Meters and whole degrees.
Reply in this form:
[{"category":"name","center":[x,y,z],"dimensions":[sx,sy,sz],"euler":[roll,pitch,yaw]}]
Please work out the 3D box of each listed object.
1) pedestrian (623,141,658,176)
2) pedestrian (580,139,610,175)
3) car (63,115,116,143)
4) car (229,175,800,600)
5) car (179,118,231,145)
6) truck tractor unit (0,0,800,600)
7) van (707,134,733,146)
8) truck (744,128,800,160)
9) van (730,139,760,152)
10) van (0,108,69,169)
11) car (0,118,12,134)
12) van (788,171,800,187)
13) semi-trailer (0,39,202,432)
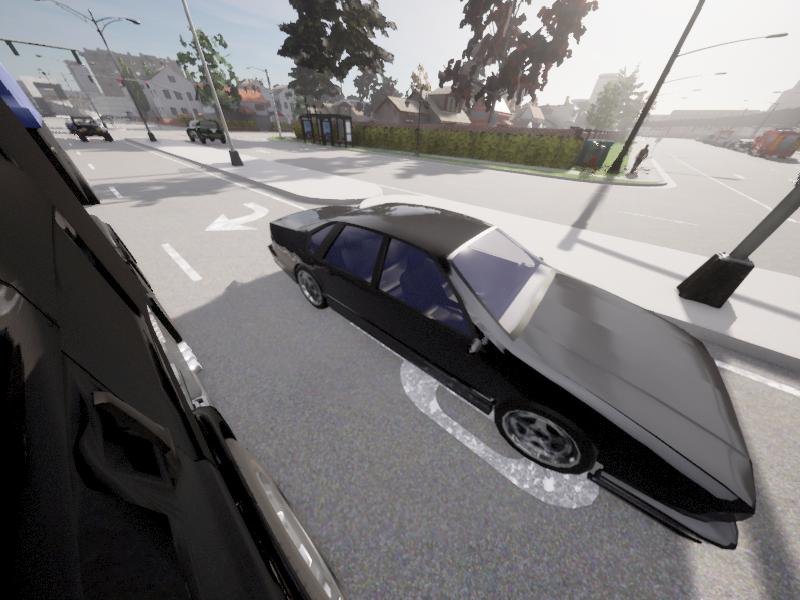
[{"category":"pedestrian","center":[15.977,-9.418,15.398],"dimensions":[0.751,1.860,0.751],"euler":[-27,46,-33]},{"category":"pedestrian","center":[12.621,-9.293,15.014],"dimensions":[0.751,1.860,0.751],"euler":[22,41,24]},{"category":"car","center":[-27.902,-15.365,20.767],"dimensions":[3.866,1.878,1.905],"euler":[28,43,29]},{"category":"car","center":[0.345,-0.299,2.908],"dimensions":[5.357,1.411,2.033],"euler":[28,43,29]},{"category":"car","center":[-20.607,-17.813,24.374],"dimensions":[5.566,2.045,2.150],"euler":[28,43,29]},{"category":"truck tractor unit","center":[-2.645,-0.295,0.351],"dimensions":[6.516,4.208,3.053],"euler":[28,44,30]},{"category":"van","center":[86.519,-43.335,62.613],"dimensions":[2.351,2.431,6.366],"euler":[28,45,30]},{"category":"truck","center":[60.604,-25.264,37.174],"dimensions":[2.891,3.827,8.468],"euler":[28,45,30]},{"category":"van","center":[70.568,-31.729,47.362],"dimensions":[2.069,2.038,4.480],"euler":[28,45,30]},{"category":"van","center":[-19.439,-8.264,11.682],"dimensions":[4.480,2.038,2.069],"euler":[30,44,27]},{"category":"car","center":[-43.384,-17.470,23.073],"dimensions":[1.895,1.301,4.718],"euler":[27,43,29]},{"category":"van","center":[27.075,-7.755,13.624],"dimensions":[1.988,2.561,5.915],"euler":[28,44,30]},{"category":"semi-trailer","center":[-8.725,-3.593,4.192],"dimensions":[14.254,4.402,2.717],"euler":[28,44,29]}]
